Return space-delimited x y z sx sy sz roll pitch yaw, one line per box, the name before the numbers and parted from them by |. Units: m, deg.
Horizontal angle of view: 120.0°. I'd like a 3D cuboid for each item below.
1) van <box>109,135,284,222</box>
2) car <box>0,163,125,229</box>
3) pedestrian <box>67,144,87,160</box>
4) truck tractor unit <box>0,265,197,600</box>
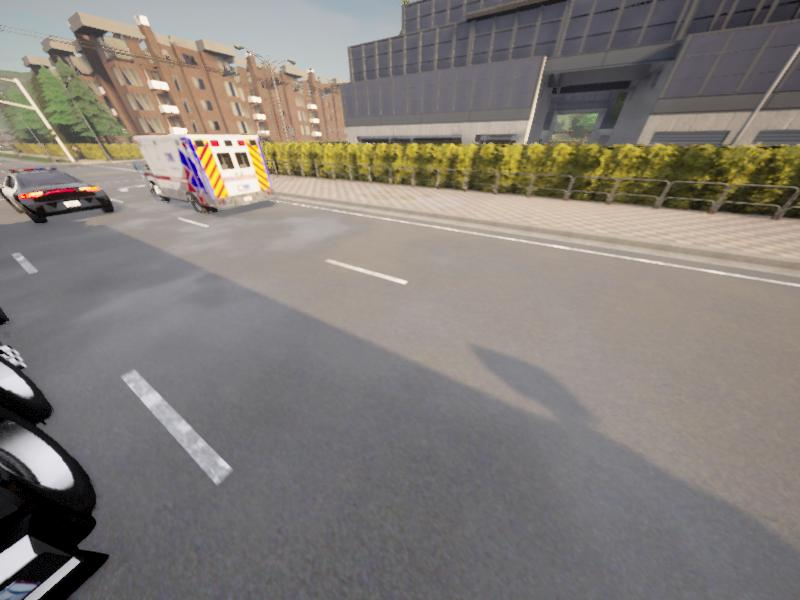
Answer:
van | -8.147 -5.145 9.355 6.366 2.431 2.351 18 39 24
car | -13.145 -4.086 8.666 4.974 1.542 2.038 18 39 24
pedestrian | -44.217 -20.277 31.637 0.751 1.860 0.751 18 39 24
truck tractor unit | -5.117 -0.294 0.777 6.516 4.208 3.053 18 39 24
